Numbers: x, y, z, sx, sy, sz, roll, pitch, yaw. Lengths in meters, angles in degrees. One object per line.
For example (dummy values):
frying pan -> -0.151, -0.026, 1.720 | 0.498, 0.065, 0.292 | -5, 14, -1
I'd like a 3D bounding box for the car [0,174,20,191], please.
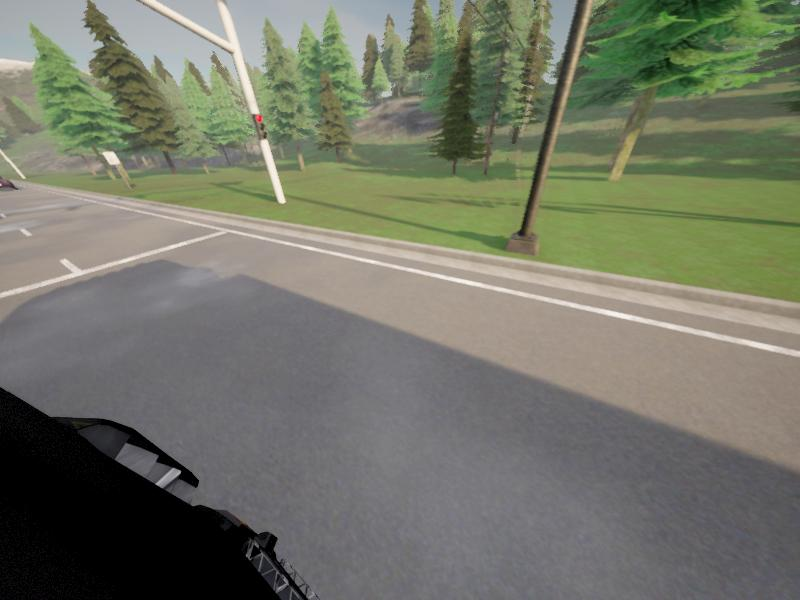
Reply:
car -> -43.196, -12.568, 24.691 | 4.193, 1.474, 1.816 | 16, 38, 26
